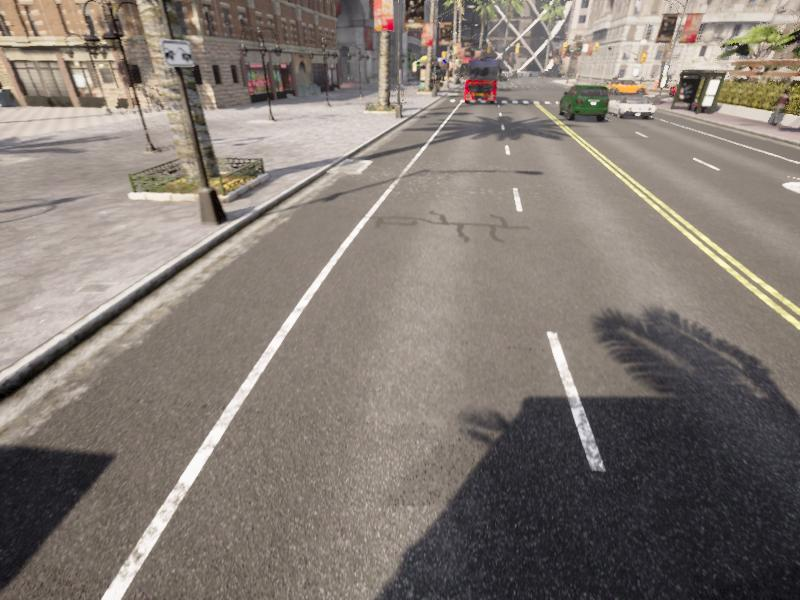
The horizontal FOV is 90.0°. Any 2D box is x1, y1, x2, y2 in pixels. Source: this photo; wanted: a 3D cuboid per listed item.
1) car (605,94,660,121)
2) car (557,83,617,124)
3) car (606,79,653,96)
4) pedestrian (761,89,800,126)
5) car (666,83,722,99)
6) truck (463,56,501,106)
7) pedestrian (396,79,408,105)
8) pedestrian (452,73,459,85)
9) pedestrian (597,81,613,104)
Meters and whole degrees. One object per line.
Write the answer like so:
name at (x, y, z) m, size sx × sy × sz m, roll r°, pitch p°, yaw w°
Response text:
car at (16.051, -13.506, 27.957) m, size 1.895 × 1.301 × 4.718 m, roll 6°, pitch 31°, yaw 9°
car at (12.229, -13.197, 26.649) m, size 2.150 × 2.045 × 5.566 m, roll 5°, pitch 31°, yaw 8°
car at (28.291, -26.351, 49.535) m, size 4.553 × 1.767 × 2.097 m, roll 11°, pitch 32°, yaw 17°
pedestrian at (21.514, -10.898, 22.647) m, size 0.751 × 1.860 × 0.751 m, roll 6°, pitch 31°, yaw 9°
car at (33.219, -23.723, 45.386) m, size 4.514 × 1.525 × 2.007 m, roll 6°, pitch 31°, yaw 9°
truck at (7.934, -21.267, 38.637) m, size 2.891 × 3.827 × 8.468 m, roll 6°, pitch 31°, yaw 9°
pedestrian at (0.165, -17.745, 34.135) m, size 0.751 × 1.860 × 0.751 m, roll 14°, pitch 33°, yaw 22°
pedestrian at (9.846, -39.445, 71.313) m, size 0.751 × 1.860 × 0.751 m, roll 26°, pitch 39°, yaw 36°
pedestrian at (19.252, -19.454, 37.547) m, size 0.751 × 1.860 × 0.751 m, roll 4°, pitch 31°, yaw 7°
